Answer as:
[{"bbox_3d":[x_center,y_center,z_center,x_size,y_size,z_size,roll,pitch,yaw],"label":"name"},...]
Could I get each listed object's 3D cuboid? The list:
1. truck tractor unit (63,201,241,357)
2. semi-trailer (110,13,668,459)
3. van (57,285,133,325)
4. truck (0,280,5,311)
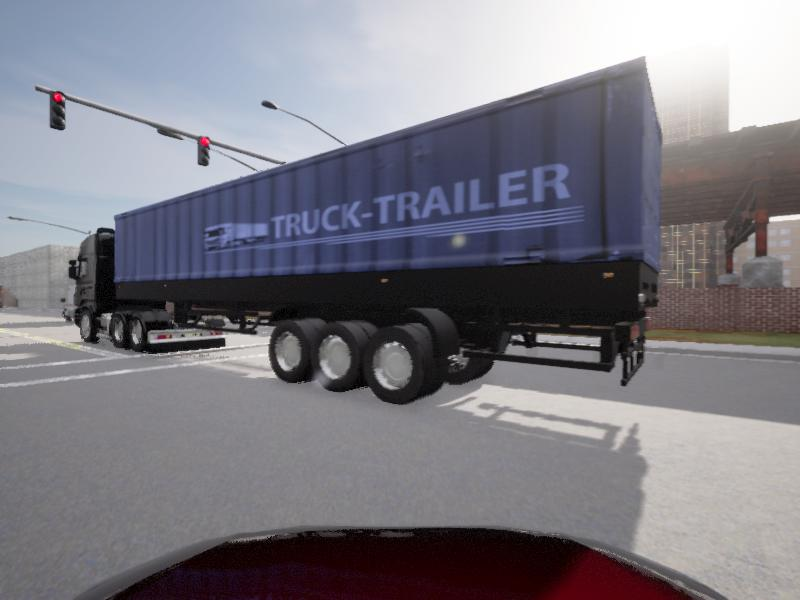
[{"bbox_3d":[-8.818,-0.573,13.969,6.516,4.208,3.053,0,0,36],"label":"truck tractor unit"},{"bbox_3d":[-2.442,-0.648,9.272,14.254,4.402,2.717,0,0,36],"label":"semi-trailer"},{"bbox_3d":[-20.741,0.272,27.087,6.366,2.431,2.351,0,0,36],"label":"van"},{"bbox_3d":[-53.669,-0.543,51.327,8.468,3.827,2.891,0,0,36],"label":"truck"}]
